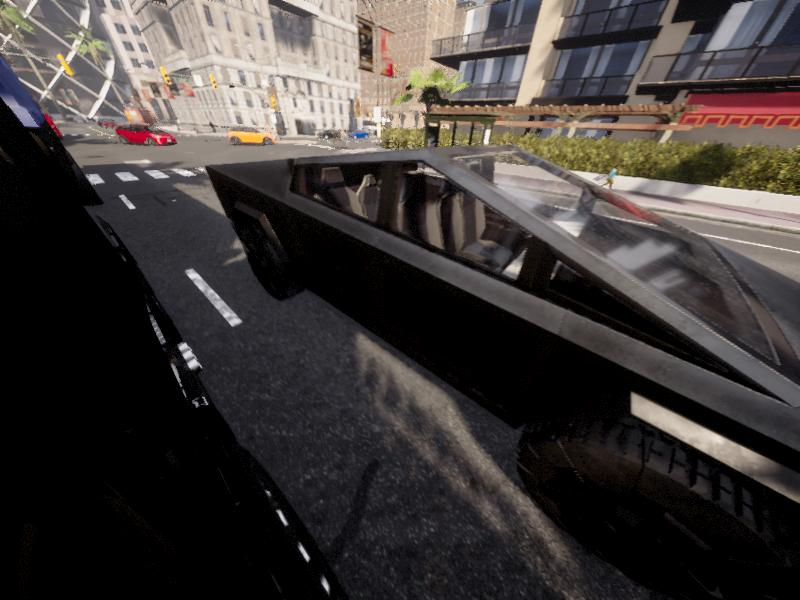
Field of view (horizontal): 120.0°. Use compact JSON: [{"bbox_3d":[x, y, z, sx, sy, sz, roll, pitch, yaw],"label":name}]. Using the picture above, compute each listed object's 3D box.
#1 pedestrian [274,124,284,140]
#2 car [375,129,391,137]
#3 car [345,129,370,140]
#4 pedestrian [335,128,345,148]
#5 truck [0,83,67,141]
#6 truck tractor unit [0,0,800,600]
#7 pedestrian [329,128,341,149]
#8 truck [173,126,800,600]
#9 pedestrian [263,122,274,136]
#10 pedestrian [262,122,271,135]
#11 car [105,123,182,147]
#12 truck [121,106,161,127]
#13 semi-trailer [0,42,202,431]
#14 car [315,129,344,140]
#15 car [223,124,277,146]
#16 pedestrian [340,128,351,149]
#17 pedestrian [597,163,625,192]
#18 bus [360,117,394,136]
[{"bbox_3d":[-18.091,-25.069,34.526,0.751,1.860,0.751,-29,47,-35],"label":"pedestrian"},{"bbox_3d":[-5.036,-48.394,66.942,4.514,1.525,2.007,27,43,29],"label":"car"},{"bbox_3d":[-8.422,-33.141,46.270,1.882,1.535,5.008,28,43,29],"label":"car"},{"bbox_3d":[-6.890,-18.605,26.571,0.751,1.860,0.751,-10,39,-17],"label":"pedestrian"},{"bbox_3d":[-35.399,-17.561,21.760,8.468,3.827,2.891,28,44,30],"label":"truck"},{"bbox_3d":[-2.645,-0.295,0.351,6.516,4.208,3.053,28,44,30],"label":"truck tractor unit"},{"bbox_3d":[-7.348,-18.269,26.091,0.751,1.860,0.751,16,39,18],"label":"pedestrian"},{"bbox_3d":[0.270,-0.601,2.730,6.274,2.098,2.390,28,44,30],"label":"truck"},{"bbox_3d":[-22.498,-29.191,39.518,0.751,1.860,0.751,16,39,17],"label":"pedestrian"},{"bbox_3d":[-24.588,-31.652,42.684,0.751,1.860,0.751,28,44,30],"label":"pedestrian"},{"bbox_3d":[-23.108,-14.944,20.954,4.514,1.525,2.007,7,37,6],"label":"car"},{"bbox_3d":[-65.894,-46.850,59.090,2.891,3.827,8.468,-11,39,-18],"label":"truck"},{"bbox_3d":[-8.701,-3.597,4.235,14.254,4.402,2.717,28,44,30],"label":"semi-trailer"},{"bbox_3d":[-12.735,-30.127,41.992,1.837,1.490,4.892,28,43,30],"label":"car"},{"bbox_3d":[-16.271,-18.047,25.323,4.553,1.767,2.097,-15,40,-22],"label":"car"},{"bbox_3d":[-6.105,-18.190,26.064,0.751,1.860,0.751,25,42,27],"label":"pedestrian"},{"bbox_3d":[9.691,-5.639,10.622,0.500,1.100,0.500,30,45,32],"label":"pedestrian"},{"bbox_3d":[-7.121,-53.389,71.219,10.273,4.253,3.944,28,43,29],"label":"bus"}]
